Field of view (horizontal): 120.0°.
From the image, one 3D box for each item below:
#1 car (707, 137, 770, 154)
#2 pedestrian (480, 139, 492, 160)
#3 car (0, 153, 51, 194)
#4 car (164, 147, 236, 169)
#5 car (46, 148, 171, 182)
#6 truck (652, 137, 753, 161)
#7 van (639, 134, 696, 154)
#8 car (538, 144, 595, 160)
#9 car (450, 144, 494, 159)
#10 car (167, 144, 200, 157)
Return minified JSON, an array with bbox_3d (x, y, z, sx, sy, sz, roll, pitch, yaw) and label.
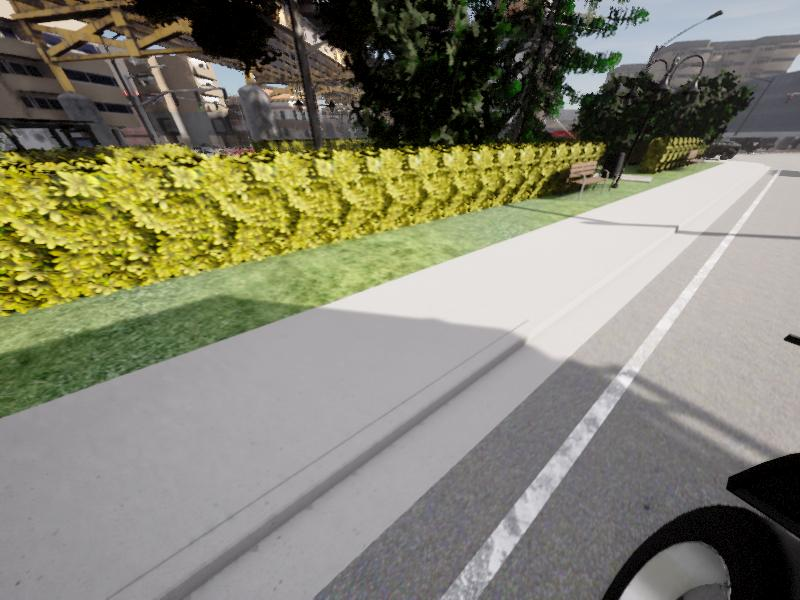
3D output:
[{"bbox_3d":[53.316,-24.573,36.652,2.150,2.045,5.566,5,35,7],"label":"car"},{"bbox_3d":[9.208,-16.122,24.734,0.751,1.860,0.751,5,36,8],"label":"pedestrian"},{"bbox_3d":[-21.355,-5.716,10.766,1.930,1.638,5.238,6,36,9],"label":"car"},{"bbox_3d":[-18.799,-13.692,22.132,2.038,1.542,4.974,6,36,9],"label":"car"},{"bbox_3d":[-20.060,-9.698,16.410,2.152,1.651,5.027,6,36,9],"label":"car"},{"bbox_3d":[32.496,-16.476,25.125,6.274,2.098,2.390,5,36,8],"label":"truck"},{"bbox_3d":[42.763,-25.227,37.314,2.351,2.431,6.366,6,35,9],"label":"van"},{"bbox_3d":[19.463,-17.555,27.295,4.792,1.488,2.163,6,36,9],"label":"car"},{"bbox_3d":[8.875,-18.690,28.973,4.902,1.511,2.128,6,36,9],"label":"car"},{"bbox_3d":[-33.186,-23.022,35.423,4.974,1.542,2.038,22,41,28],"label":"car"}]
